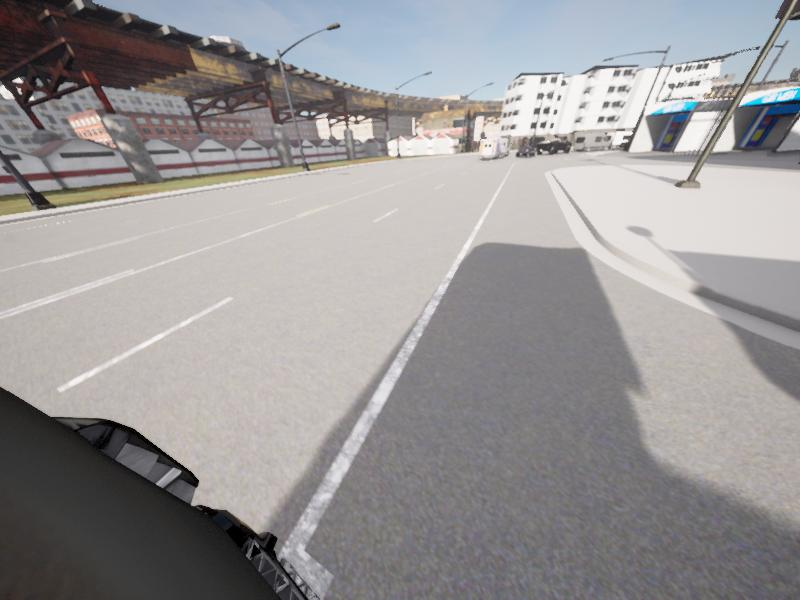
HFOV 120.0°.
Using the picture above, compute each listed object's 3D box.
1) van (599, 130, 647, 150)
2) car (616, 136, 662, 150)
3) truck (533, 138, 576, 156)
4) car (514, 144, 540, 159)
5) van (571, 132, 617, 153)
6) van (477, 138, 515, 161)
[{"bbox_3d":[40.126,-28.808,41.702,5.915,2.561,1.988,-3,34,-1],"label":"van"},{"bbox_3d":[40.213,-26.502,39.041,5.238,1.638,1.930,-3,34,-1],"label":"car"},{"bbox_3d":[24.131,-24.007,36.180,6.274,2.098,2.390,-20,37,-24],"label":"truck"},{"bbox_3d":[18.141,-21.211,32.977,3.633,1.501,1.845,-29,42,-33],"label":"car"},{"bbox_3d":[32.013,-26.041,38.201,5.915,2.561,1.988,-11,34,-11],"label":"van"},{"bbox_3d":[14.062,-22.006,33.691,2.351,2.431,6.366,25,43,36],"label":"van"}]
